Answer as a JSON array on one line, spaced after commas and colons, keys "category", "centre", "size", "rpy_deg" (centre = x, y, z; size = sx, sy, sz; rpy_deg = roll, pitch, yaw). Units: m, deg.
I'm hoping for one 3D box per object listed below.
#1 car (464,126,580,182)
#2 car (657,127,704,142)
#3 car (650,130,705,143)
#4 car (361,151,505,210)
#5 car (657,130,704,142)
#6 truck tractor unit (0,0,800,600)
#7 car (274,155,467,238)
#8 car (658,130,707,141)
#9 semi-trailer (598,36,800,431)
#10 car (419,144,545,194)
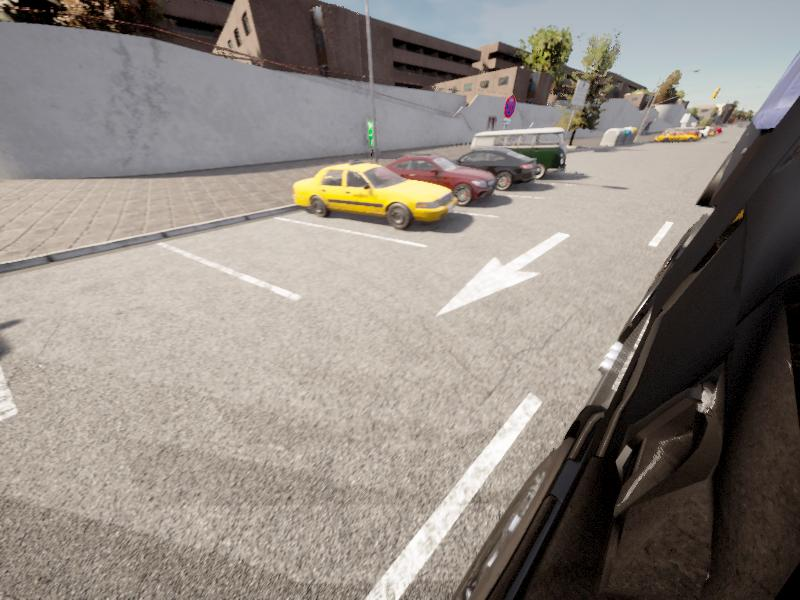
[{"category": "car", "centre": [5.759, -7.192, 11.396], "size": [4.442, 1.987, 1.878], "rpy_deg": [17, 40, 25]}, {"category": "car", "centre": [48.116, -28.485, 39.806], "size": [4.442, 1.987, 1.878], "rpy_deg": [17, 39, 25]}, {"category": "car", "centre": [45.896, -27.133, 38.374], "size": [5.366, 1.575, 1.946], "rpy_deg": [17, 39, 25]}, {"category": "car", "centre": [1.107, -4.594, 8.627], "size": [4.674, 1.452, 2.002], "rpy_deg": [17, 40, 25]}, {"category": "car", "centre": [50.280, -29.463, 41.541], "size": [4.792, 1.488, 2.163], "rpy_deg": [17, 39, 25]}, {"category": "truck tractor unit", "centre": [2.645, -0.295, 0.352], "size": [6.516, 4.208, 3.053], "rpy_deg": [-28, 44, -30]}, {"category": "car", "centre": [-1.013, -3.374, 7.033], "size": [5.366, 1.575, 1.946], "rpy_deg": [17, 40, 25]}, {"category": "car", "centre": [52.430, -30.683, 43.121], "size": [5.366, 1.575, 1.946], "rpy_deg": [17, 39, 25]}, {"category": "semi-trailer", "centre": [8.694, -3.591, 4.256], "size": [14.254, 4.402, 2.717], "rpy_deg": [-28, 43, -30]}, {"category": "car", "centre": [3.389, -5.796, 10.108], "size": [4.674, 1.452, 2.002], "rpy_deg": [17, 41, 25]}]
